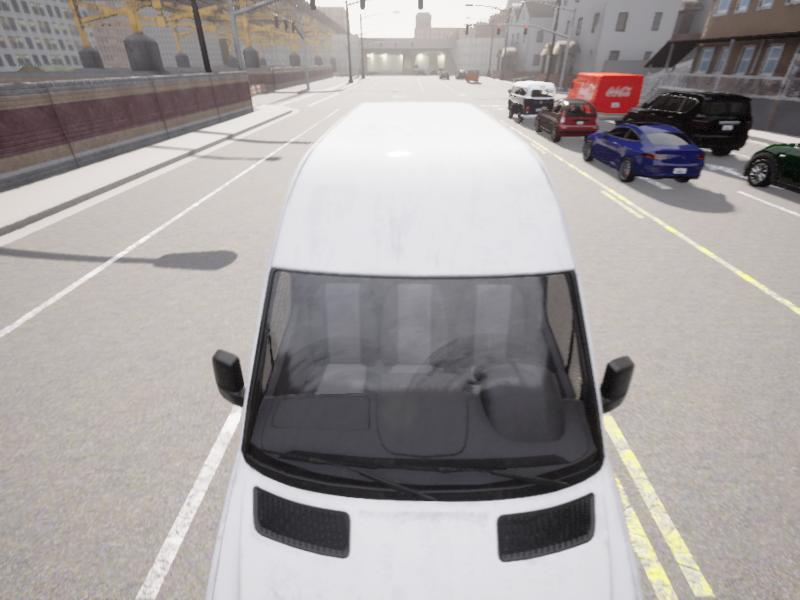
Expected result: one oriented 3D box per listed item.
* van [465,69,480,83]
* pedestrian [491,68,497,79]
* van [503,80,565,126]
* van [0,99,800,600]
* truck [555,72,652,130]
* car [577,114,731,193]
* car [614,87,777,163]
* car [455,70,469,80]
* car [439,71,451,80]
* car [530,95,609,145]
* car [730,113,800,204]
[{"bbox_3d":[12.154,-37.842,67.547,1.775,1.987,4.442,1,31,1],"label":"van"},{"bbox_3d":[17.958,-43.358,76.592,0.751,1.860,0.751,0,31,-1],"label":"pedestrian"},{"bbox_3d":[7.608,-11.572,23.310,2.069,2.038,4.480,0,31,1],"label":"van"},{"bbox_3d":[0.144,-0.166,3.649,1.988,2.561,5.915,1,31,1],"label":"van"},{"bbox_3d":[10.964,-11.185,22.232,2.627,2.467,5.204,1,31,2],"label":"truck"},{"bbox_3d":[7.334,-4.673,12.288,1.812,1.442,4.674,1,31,1],"label":"car"},{"bbox_3d":[10.904,-6.984,15.579,2.150,2.045,5.566,1,31,1],"label":"car"},{"bbox_3d":[12.456,-45.238,80.421,2.242,1.667,4.611,1,31,1],"label":"car"},{"bbox_3d":[8.960,-45.324,80.663,2.007,1.525,4.514,1,31,1],"label":"car"},{"bbox_3d":[7.485,-8.248,18.143,1.851,1.617,3.988,1,31,1],"label":"car"},{"bbox_3d":[10.779,-3.181,9.428,2.097,1.767,4.553,1,31,1],"label":"car"}]
